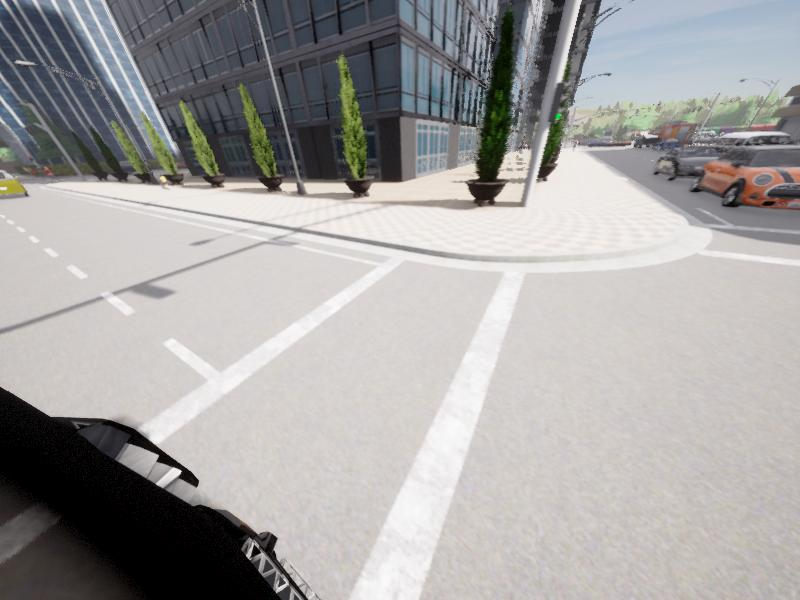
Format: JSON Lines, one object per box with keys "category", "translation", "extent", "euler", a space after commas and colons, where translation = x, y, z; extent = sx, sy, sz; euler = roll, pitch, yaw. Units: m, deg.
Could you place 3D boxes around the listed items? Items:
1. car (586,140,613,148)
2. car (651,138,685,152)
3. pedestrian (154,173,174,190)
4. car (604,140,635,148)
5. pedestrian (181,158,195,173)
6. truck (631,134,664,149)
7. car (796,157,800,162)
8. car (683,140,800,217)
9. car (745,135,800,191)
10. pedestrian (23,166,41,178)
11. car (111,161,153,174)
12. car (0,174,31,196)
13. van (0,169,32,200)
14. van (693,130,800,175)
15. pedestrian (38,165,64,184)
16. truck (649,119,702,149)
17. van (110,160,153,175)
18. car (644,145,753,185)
{"category": "car", "translation": [49.072, -38.410, 56.906], "extent": [4.674, 1.442, 1.812], "euler": [16, 38, 26]}
{"category": "car", "translation": [39.439, -22.964, 34.187], "extent": [1.882, 1.535, 5.008], "euler": [16, 38, 26]}
{"category": "pedestrian", "translation": [-18.046, -9.067, 17.663], "extent": [0.500, 1.100, 0.500], "euler": [15, 38, 25]}
{"category": "car", "translation": [50.262, -35.783, 52.993], "extent": [4.718, 1.301, 1.895], "euler": [16, 38, 26]}
{"category": "pedestrian", "translation": [-31.460, -19.908, 34.265], "extent": [0.751, 1.860, 0.751], "euler": [-27, 41, -32]}
{"category": "truck", "translation": [45.526, -29.272, 42.724], "extent": [2.390, 2.098, 6.274], "euler": [16, 38, 25]}
{"category": "car", "translation": [29.879, -9.716, 15.004], "extent": [2.163, 1.488, 4.792], "euler": [16, 38, 26]}
{"category": "car", "translation": [12.490, -4.322, 7.878], "extent": [2.097, 1.767, 4.553], "euler": [16, 38, 26]}
{"category": "car", "translation": [17.896, -5.806, 9.640], "extent": [1.932, 1.855, 4.605], "euler": [16, 38, 26]}
{"category": "pedestrian", "translation": [-65.620, -22.853, 41.204], "extent": [0.751, 1.860, 0.751], "euler": [15, 38, 25]}
{"category": "car", "translation": [-51.650, -25.615, 44.643], "extent": [1.932, 1.855, 4.605], "euler": [16, 38, 25]}
{"category": "car", "translation": [-37.710, -10.965, 21.893], "extent": [4.514, 1.525, 2.007], "euler": [16, 38, 26]}
{"category": "van", "translation": [-32.516, -9.462, 18.836], "extent": [4.442, 1.987, 1.775], "euler": [19, 39, 29]}
{"category": "van", "translation": [21.317, -9.233, 14.399], "extent": [2.069, 2.038, 4.480], "euler": [16, 38, 26]}
{"category": "pedestrian", "translation": [-41.605, -14.948, 27.551], "extent": [0.751, 1.860, 0.751], "euler": [7, 35, 15]}
{"category": "truck", "translation": [49.149, -29.764, 41.640], "extent": [2.891, 3.827, 8.468], "euler": [15, 38, 25]}
{"category": "van", "translation": [-49.106, -24.303, 42.383], "extent": [1.775, 1.987, 4.442], "euler": [16, 38, 25]}
{"category": "car", "translation": [16.016, -7.639, 12.868], "extent": [2.128, 1.511, 4.902], "euler": [16, 38, 26]}
